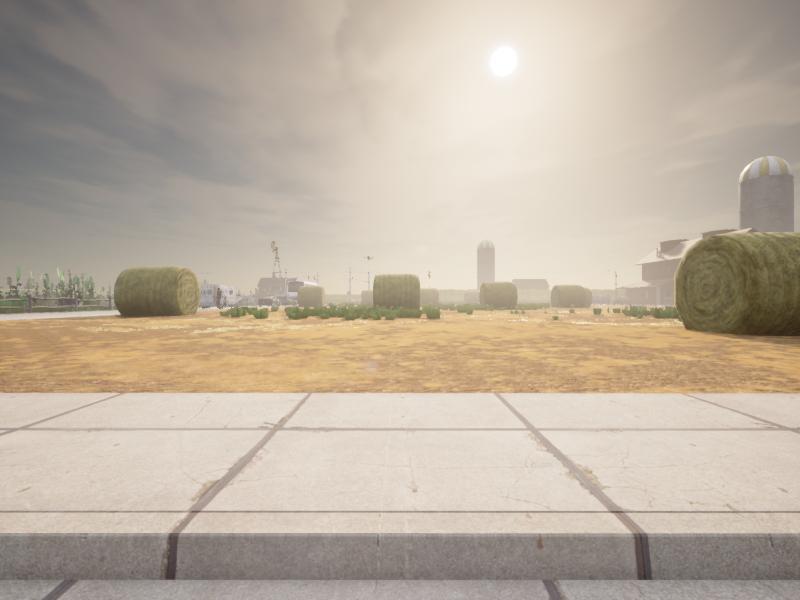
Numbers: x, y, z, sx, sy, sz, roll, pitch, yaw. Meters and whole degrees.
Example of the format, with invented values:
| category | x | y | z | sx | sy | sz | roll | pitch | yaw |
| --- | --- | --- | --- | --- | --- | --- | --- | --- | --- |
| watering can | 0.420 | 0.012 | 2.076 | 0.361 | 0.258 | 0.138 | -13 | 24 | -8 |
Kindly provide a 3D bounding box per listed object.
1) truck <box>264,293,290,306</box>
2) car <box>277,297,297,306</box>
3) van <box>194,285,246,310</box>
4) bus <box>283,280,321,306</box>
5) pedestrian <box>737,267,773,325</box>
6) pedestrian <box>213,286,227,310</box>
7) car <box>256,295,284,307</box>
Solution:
| category | x | y | z | sx | sy | sz | roll | pitch | yaw |
| --- | --- | --- | --- | --- | --- | --- | --- | --- | --- |
| truck | -21.060 | -0.110 | 68.821 | 2.390 | 2.098 | 6.274 | 0 | 0 | 3 |
| car | -17.830 | 0.206 | 63.155 | 1.816 | 1.474 | 4.193 | 0 | 0 | 3 |
| van | -18.835 | -0.270 | 42.202 | 2.351 | 2.431 | 6.366 | 0 | 0 | 3 |
| bus | -17.491 | -1.186 | 72.674 | 3.944 | 4.253 | 10.273 | 0 | 0 | 3 |
| pedestrian | 11.952 | -0.134 | 13.481 | 0.751 | 1.860 | 0.751 | 0 | 0 | 27 |
| pedestrian | -14.627 | -0.161 | 32.473 | 0.751 | 1.860 | 0.751 | 0 | 0 | 34 |
| car | -18.168 | 0.123 | 56.124 | 1.930 | 1.638 | 5.238 | 0 | 0 | 3 |
